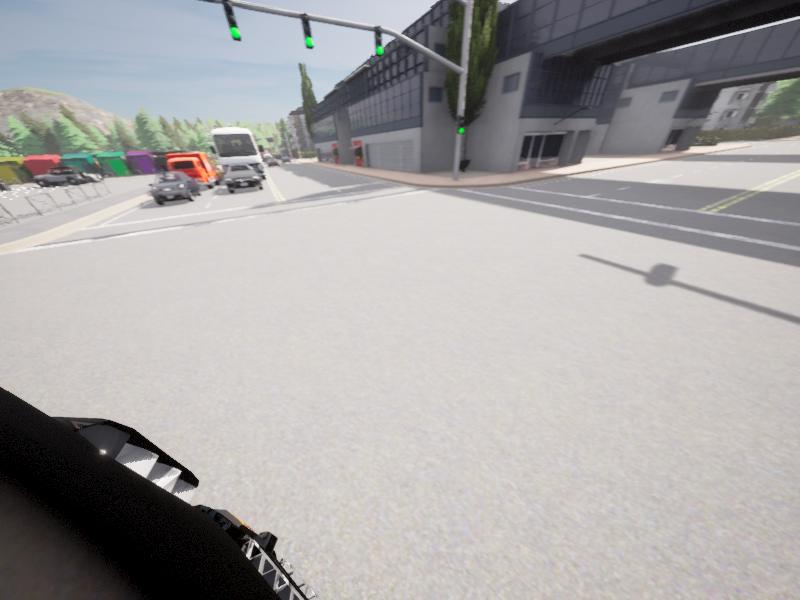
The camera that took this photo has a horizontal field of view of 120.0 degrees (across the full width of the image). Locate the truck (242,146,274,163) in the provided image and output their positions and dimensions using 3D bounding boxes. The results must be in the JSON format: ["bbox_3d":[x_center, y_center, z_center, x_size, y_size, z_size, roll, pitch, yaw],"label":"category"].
[{"bbox_3d":[-39.848,-40.766,64.898,8.468,3.827,2.891,17,38,27],"label":"truck"}]

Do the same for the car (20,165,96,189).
[{"bbox_3d":[-37.199,-13.569,25.323,3.866,1.878,1.905,-19,37,-23],"label":"car"}]

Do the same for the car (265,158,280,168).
[{"bbox_3d":[-24.268,-26.098,43.913,1.895,1.301,4.718,-18,36,-21],"label":"car"}]

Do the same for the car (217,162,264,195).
[{"bbox_3d":[-11.709,-9.173,17.193,2.152,1.651,5.027,-19,37,-23],"label":"car"}]

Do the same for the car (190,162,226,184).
[{"bbox_3d":[-20.045,-13.489,24.379,1.801,1.575,5.366,-18,36,-21],"label":"car"}]

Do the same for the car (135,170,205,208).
[{"bbox_3d":[-13.391,-6.736,13.749,1.845,1.501,3.633,-19,37,-22],"label":"car"}]

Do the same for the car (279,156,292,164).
[{"bbox_3d":[-27.485,-33.639,55.394,2.033,1.411,5.357,-18,36,-21],"label":"car"}]

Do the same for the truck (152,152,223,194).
[{"bbox_3d":[-16.615,-10.329,18.555,2.627,2.467,5.204,-18,37,-22],"label":"truck"}]

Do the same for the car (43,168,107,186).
[{"bbox_3d":[-38.582,-14.724,27.601,3.806,1.475,1.970,-19,37,-23],"label":"car"}]

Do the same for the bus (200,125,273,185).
[{"bbox_3d":[-16.233,-14.967,23.882,3.944,4.253,10.273,-18,36,-21],"label":"bus"}]
